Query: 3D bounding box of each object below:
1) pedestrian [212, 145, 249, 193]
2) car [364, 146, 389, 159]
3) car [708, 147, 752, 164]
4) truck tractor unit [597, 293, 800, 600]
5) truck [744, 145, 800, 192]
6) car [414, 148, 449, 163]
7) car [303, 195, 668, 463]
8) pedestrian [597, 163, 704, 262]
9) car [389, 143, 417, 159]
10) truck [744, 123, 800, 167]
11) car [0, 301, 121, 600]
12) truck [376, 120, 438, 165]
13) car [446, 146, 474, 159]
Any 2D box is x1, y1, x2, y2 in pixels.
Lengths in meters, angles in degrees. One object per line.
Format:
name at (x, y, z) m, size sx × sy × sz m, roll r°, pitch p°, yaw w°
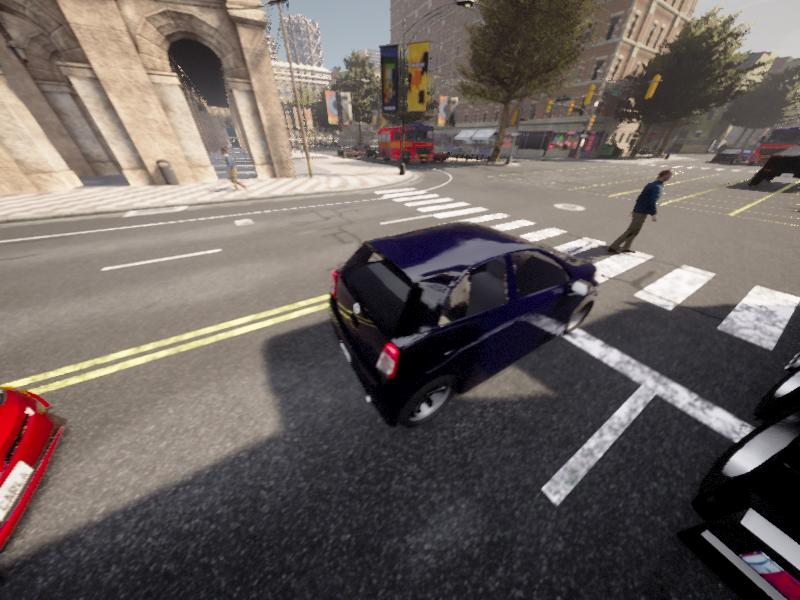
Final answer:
pedestrian at (-7.769, -6.076, 10.714) m, size 0.751 × 1.860 × 0.751 m, roll -15°, pitch 38°, yaw -21°
car at (-3.364, -21.199, 33.109) m, size 1.970 × 1.475 × 3.806 m, roll -18°, pitch 39°, yaw -25°
car at (41.781, -18.337, 29.278) m, size 5.238 × 1.638 × 1.930 m, roll -19°, pitch 39°, yaw -25°
truck tractor unit at (5.160, -0.249, 0.707) m, size 6.516 × 4.208 × 3.053 m, roll -16°, pitch 38°, yaw -22°
truck at (24.670, -8.238, 14.219) m, size 6.274 × 2.098 × 2.390 m, roll -18°, pitch 39°, yaw -25°
car at (3.803, -18.002, 28.745) m, size 1.895 × 1.301 × 4.718 m, roll -18°, pitch 39°, yaw -24°
car at (1.018, -0.198, 2.955) m, size 3.633 × 1.501 × 1.845 m, roll -18°, pitch 39°, yaw -25°
pedestrian at (5.346, -1.916, 5.131) m, size 0.751 × 1.860 × 0.751 m, roll 18°, pitch 38°, yaw 23°
car at (0.343, -21.647, 33.509) m, size 2.097 × 1.767 × 4.553 m, roll -18°, pitch 39°, yaw -24°
truck at (44.715, -17.883, 26.745) m, size 8.468 × 3.827 × 2.891 m, roll -18°, pitch 39°, yaw -25°
car at (-4.385, 1.584, 0.350) m, size 4.514 × 1.525 × 2.007 m, roll -18°, pitch 39°, yaw -25°
truck at (0.477, -18.347, 26.997) m, size 2.891 × 3.827 × 8.468 m, roll -18°, pitch 39°, yaw -24°
car at (8.893, -22.142, 34.578) m, size 1.970 × 1.475 × 3.806 m, roll -18°, pitch 39°, yaw -24°
